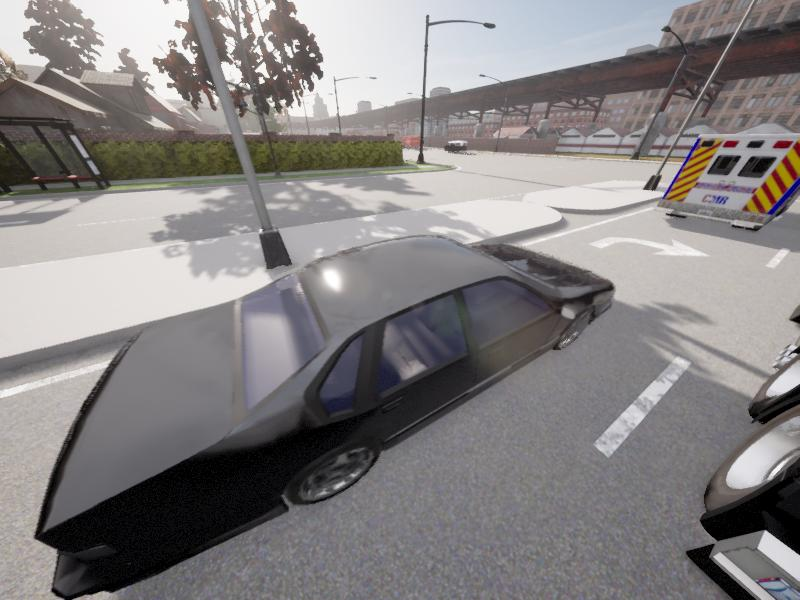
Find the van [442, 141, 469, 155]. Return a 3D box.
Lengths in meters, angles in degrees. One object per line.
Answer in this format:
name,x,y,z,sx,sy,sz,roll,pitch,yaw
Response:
van,10.593,-29.141,44.099,2.069,2.038,4.480,-24,43,-31

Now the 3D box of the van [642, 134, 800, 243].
van,11.674,-4.018,7.727,6.366,2.431,2.351,-18,39,-24

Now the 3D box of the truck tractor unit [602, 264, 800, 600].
truck tractor unit,5.108,-0.304,0.782,6.516,4.208,3.053,-18,39,-24

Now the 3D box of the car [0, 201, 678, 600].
car,0.279,0.122,2.603,5.357,1.411,2.033,-18,39,-24

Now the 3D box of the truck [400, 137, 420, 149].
truck,2.378,-40.092,58.951,2.627,2.467,5.204,-18,40,-24
